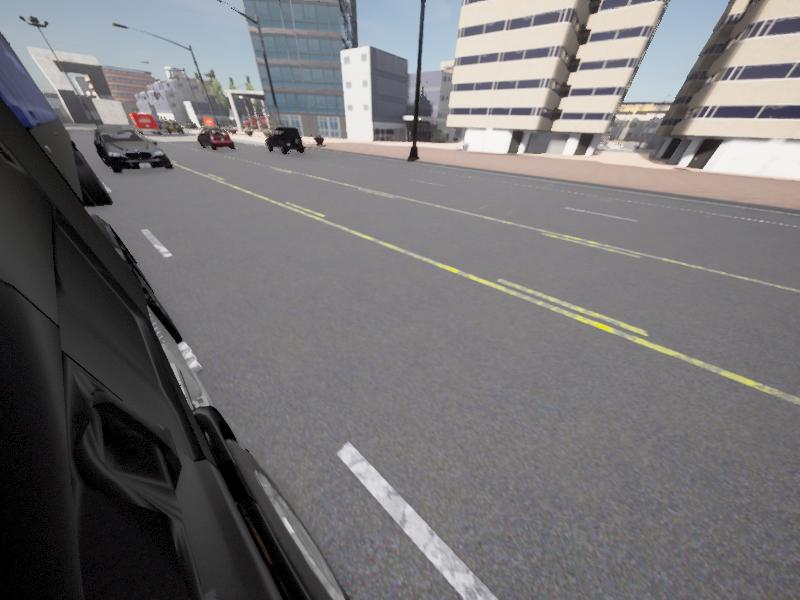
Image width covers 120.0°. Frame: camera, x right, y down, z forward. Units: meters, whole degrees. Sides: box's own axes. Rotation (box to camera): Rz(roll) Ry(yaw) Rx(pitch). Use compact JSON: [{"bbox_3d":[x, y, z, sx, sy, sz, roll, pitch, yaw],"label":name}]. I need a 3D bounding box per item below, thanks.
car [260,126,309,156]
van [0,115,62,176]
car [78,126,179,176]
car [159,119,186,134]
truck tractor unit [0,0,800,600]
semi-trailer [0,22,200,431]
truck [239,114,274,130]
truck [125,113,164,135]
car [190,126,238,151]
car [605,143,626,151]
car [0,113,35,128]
[{"bbox_3d":[-10.091,-13.967,20.197,3.866,1.878,1.905,27,43,29],"label":"car"},{"bbox_3d":[-17.886,-7.227,10.617,4.442,1.987,1.775,28,43,29],"label":"van"},{"bbox_3d":[-13.772,-7.669,11.722,4.611,1.667,2.242,27,43,29],"label":"car"},{"bbox_3d":[-37.503,-28.493,38.040,4.605,1.855,1.932,29,44,33],"label":"car"},{"bbox_3d":[-2.645,-0.295,0.351,6.516,4.208,3.053,28,44,30],"label":"truck tractor unit"},{"bbox_3d":[-8.607,-3.649,4.337,14.254,4.402,2.717,29,44,31],"label":"semi-trailer"},{"bbox_3d":[-46.871,-58.129,75.584,2.891,3.827,8.468,30,45,32],"label":"truck"},{"bbox_3d":[-38.164,-26.238,34.495,5.204,2.467,2.627,30,45,32],"label":"truck"},{"bbox_3d":[-16.827,-14.637,20.934,3.988,1.617,1.851,27,43,29],"label":"car"},{"bbox_3d":[56.829,-40.426,60.967,3.633,1.501,1.845,25,42,29],"label":"car"},{"bbox_3d":[-62.756,-28.470,36.597,4.553,1.767,2.097,-14,40,-21],"label":"car"}]
